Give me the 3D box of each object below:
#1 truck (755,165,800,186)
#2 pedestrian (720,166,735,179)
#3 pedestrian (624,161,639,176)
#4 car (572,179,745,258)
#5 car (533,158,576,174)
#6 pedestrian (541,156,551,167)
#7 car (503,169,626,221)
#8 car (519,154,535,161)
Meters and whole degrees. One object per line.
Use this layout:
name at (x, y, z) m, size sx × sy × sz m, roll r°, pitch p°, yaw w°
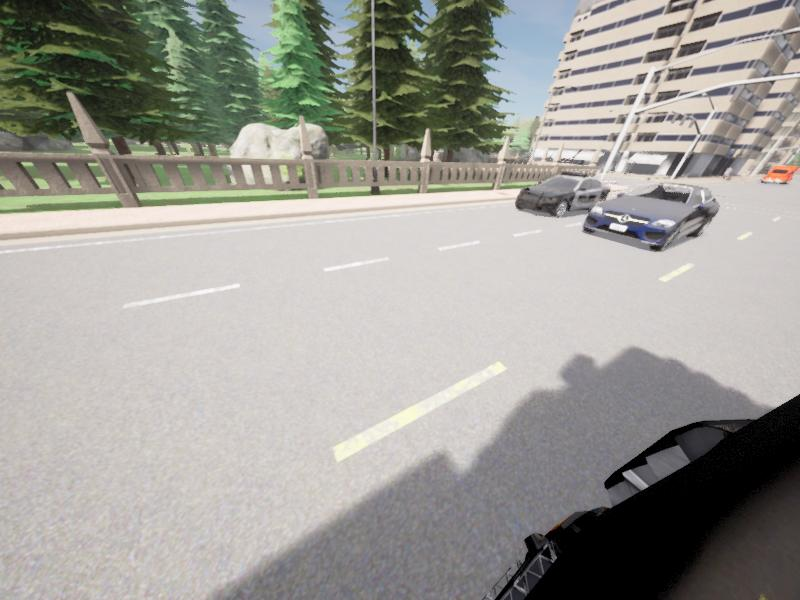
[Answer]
truck at (59.006, -19.404, 35.941) m, size 5.204 × 2.467 × 2.627 m, roll -15°, pitch 38°, yaw -26°
pedestrian at (58.364, -22.727, 41.147) m, size 0.751 × 1.860 × 0.751 m, roll -25°, pitch 42°, yaw -35°
pedestrian at (34.318, -19.535, 34.244) m, size 0.751 × 1.860 × 0.751 m, roll -19°, pitch 39°, yaw -29°
car at (8.627, -2.984, 7.740) m, size 5.027 × 1.651 × 2.152 m, roll -15°, pitch 38°, yaw -26°
car at (23.091, -20.159, 34.760) m, size 2.242 × 1.667 × 4.611 m, roll -13°, pitch 37°, yaw -22°
pedestrian at (28.865, -27.430, 45.737) m, size 0.751 × 1.860 × 0.751 m, roll -7°, pitch 35°, yaw -15°
car at (7.504, -4.902, 10.531) m, size 5.238 × 1.638 × 1.930 m, roll -15°, pitch 38°, yaw -26°
car at (48.581, -54.296, 88.145) m, size 5.566 × 2.045 × 2.150 m, roll -15°, pitch 37°, yaw -26°
